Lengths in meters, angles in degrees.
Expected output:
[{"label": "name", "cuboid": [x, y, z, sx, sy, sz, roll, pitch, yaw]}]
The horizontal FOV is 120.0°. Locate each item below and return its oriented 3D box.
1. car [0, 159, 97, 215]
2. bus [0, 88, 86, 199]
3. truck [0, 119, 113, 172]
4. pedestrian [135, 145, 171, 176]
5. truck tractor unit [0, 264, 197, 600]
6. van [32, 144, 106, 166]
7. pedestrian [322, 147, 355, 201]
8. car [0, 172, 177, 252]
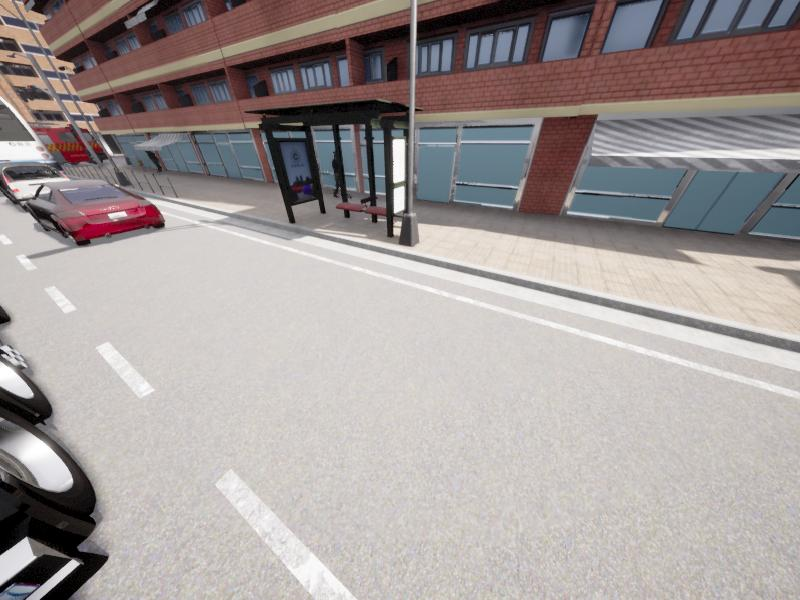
[{"label": "car", "cuboid": [-15.346, -4.887, 9.721, 3.988, 1.617, 1.851, 18, 39, 24]}, {"label": "bus", "cuboid": [-23.285, -8.482, 12.628, 10.273, 4.253, 3.944, 18, 39, 24]}, {"label": "truck", "cuboid": [-35.984, -15.805, 23.607, 2.891, 3.827, 8.468, -5, 35, -6]}, {"label": "pedestrian", "cuboid": [-17.711, -10.053, 16.624, 0.751, 1.860, 0.751, 1, 35, 3]}, {"label": "truck tractor unit", "cuboid": [-5.110, -0.301, 0.779, 6.516, 4.208, 3.053, 18, 39, 24]}, {"label": "van", "cuboid": [-38.964, -17.299, 27.382, 1.775, 1.987, 4.442, 18, 39, 25]}, {"label": "pedestrian", "cuboid": [-2.464, -5.135, 9.450, 0.751, 1.860, 0.751, 18, 39, 24]}, {"label": "car", "cuboid": [-9.288, -2.824, 6.922, 4.181, 1.385, 1.994, 17, 38, 23]}]
